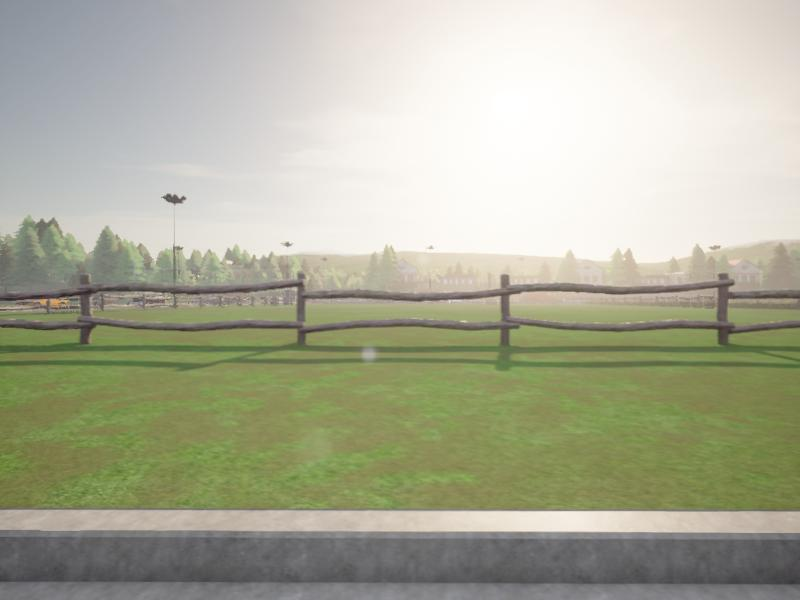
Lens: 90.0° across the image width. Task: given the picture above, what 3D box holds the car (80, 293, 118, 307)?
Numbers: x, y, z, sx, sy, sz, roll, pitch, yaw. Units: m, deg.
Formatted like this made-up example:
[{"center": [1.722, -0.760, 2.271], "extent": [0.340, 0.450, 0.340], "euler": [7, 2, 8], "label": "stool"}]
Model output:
[{"center": [-42.754, -0.012, 56.912], "extent": [1.932, 1.855, 4.605], "euler": [0, 0, 1], "label": "car"}]

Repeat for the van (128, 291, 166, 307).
[{"center": [-32.332, -0.079, 51.299], "extent": [2.069, 2.038, 4.480], "euler": [0, -1, 1], "label": "van"}]

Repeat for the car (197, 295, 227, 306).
[{"center": [-28.661, 0.098, 61.117], "extent": [2.242, 1.667, 4.611], "euler": [0, 0, 1], "label": "car"}]

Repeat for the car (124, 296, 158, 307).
[{"center": [-35.765, 0.195, 55.374], "extent": [1.816, 1.474, 4.193], "euler": [0, 0, 1], "label": "car"}]

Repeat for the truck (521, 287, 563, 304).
[{"center": [32.523, -0.956, 91.722], "extent": [8.468, 3.827, 2.891], "euler": [0, 0, 1], "label": "truck"}]

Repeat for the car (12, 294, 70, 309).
[{"center": [-39.451, 0.164, 44.152], "extent": [1.882, 1.535, 5.008], "euler": [0, 0, 1], "label": "car"}]

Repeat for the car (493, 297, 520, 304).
[{"center": [23.445, 0.185, 88.301], "extent": [5.366, 1.575, 1.801], "euler": [0, 0, 1], "label": "car"}]

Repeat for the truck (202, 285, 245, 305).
[{"center": [-35.927, -0.993, 81.824], "extent": [2.891, 3.827, 8.468], "euler": [0, 0, 21], "label": "truck"}]
